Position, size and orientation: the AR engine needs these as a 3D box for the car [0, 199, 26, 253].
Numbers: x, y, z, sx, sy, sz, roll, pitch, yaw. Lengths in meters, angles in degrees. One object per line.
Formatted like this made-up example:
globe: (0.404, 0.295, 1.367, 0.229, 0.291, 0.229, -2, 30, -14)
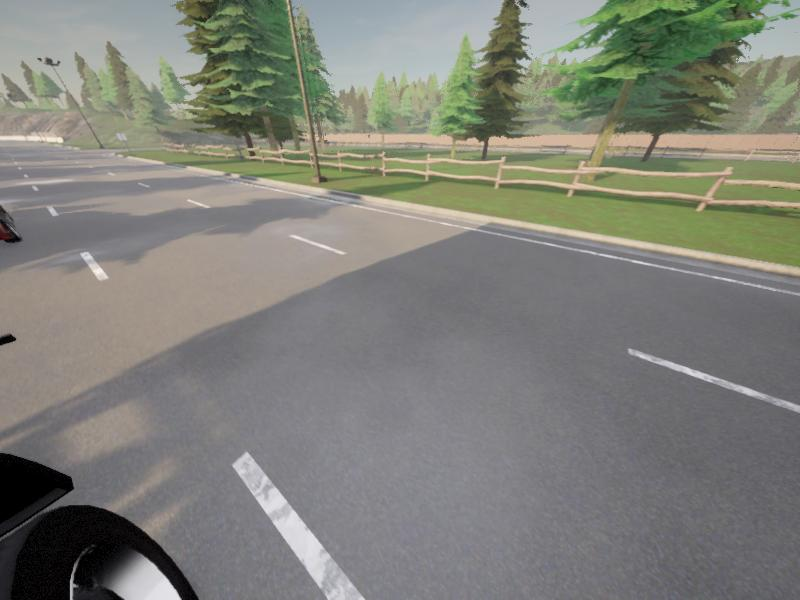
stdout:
car: (-11.375, -2.069, 5.527, 4.181, 1.385, 1.994, 22, 41, 28)
